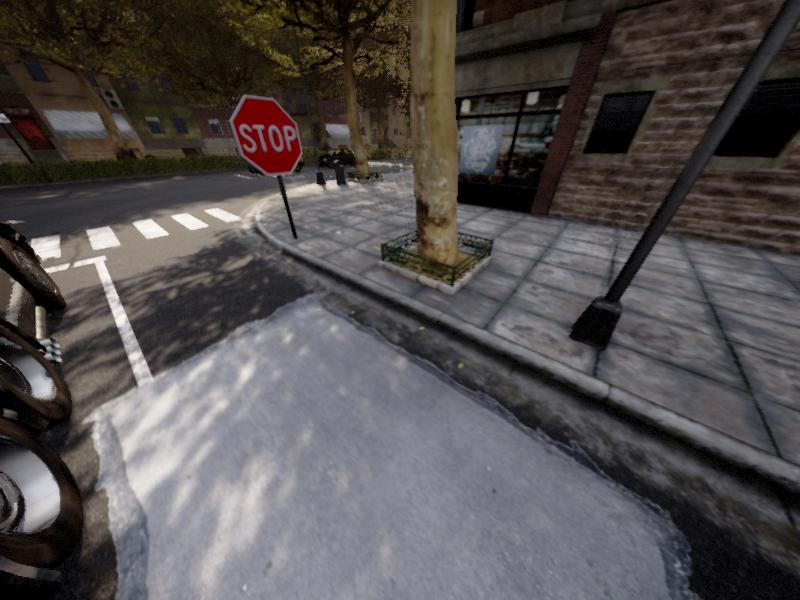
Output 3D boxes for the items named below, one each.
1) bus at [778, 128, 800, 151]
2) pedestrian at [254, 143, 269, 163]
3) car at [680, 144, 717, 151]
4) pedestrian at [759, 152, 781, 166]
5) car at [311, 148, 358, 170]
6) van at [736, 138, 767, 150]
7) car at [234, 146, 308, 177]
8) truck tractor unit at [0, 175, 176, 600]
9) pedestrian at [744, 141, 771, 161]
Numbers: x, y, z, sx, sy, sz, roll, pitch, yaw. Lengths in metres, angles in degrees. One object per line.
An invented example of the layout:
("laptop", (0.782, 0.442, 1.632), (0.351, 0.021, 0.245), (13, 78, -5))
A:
("bus", (93.536, -36.751, 52.728), (3.944, 4.253, 10.273), (25, 42, 32))
("pedestrian", (-15.832, -16.858, 26.474), (0.751, 1.860, 0.751), (25, 42, 31))
("car", (66.769, -34.193, 51.790), (4.718, 1.301, 1.895), (25, 42, 32))
("pedestrian", (34.326, -13.106, 21.437), (0.500, 1.100, 0.500), (24, 41, 30))
("car", (-6.388, -14.090, 22.961), (1.851, 1.617, 3.988), (25, 42, 32))
("van", (88.250, -39.386, 58.158), (2.351, 2.431, 6.366), (25, 42, 32))
("car", (-10.316, -11.465, 18.960), (1.932, 1.855, 4.605), (25, 42, 31))
("truck tractor unit", (-4.953, -0.433, 0.979), (6.516, 4.208, 3.053), (24, 42, 31))
("pedestrian", (40.842, -17.063, 26.439), (0.751, 1.860, 0.751), (24, 42, 31))
